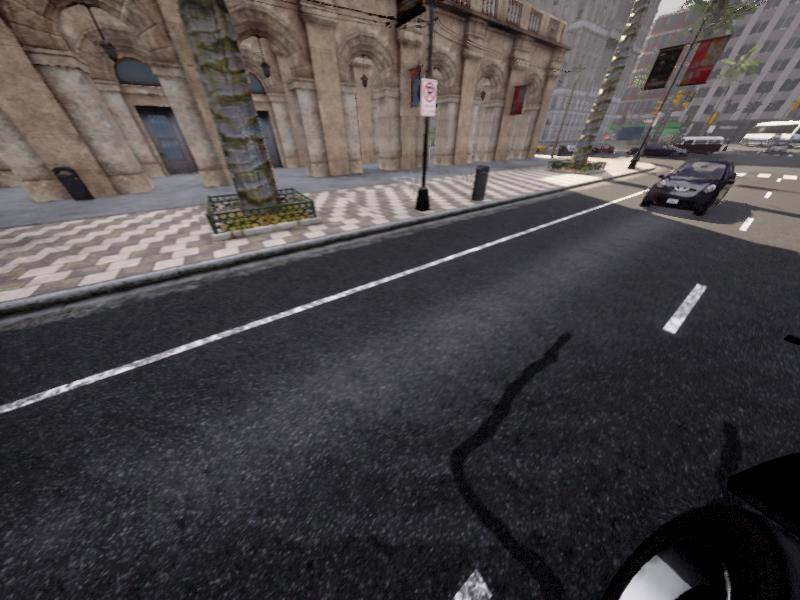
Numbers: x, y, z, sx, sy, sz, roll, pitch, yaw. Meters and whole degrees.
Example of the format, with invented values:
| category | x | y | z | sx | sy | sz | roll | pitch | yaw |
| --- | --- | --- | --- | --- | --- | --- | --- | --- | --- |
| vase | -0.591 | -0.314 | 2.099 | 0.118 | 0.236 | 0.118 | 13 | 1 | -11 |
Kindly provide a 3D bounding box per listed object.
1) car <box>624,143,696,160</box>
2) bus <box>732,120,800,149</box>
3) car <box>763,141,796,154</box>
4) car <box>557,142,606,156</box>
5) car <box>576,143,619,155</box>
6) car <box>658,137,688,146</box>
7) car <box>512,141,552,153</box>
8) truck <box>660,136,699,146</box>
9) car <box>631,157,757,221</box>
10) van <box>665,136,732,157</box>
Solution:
| category | x | y | z | sx | sy | sz | roll | pitch | yaw |
| --- | --- | --- | --- | --- | --- | --- | --- | --- | --- |
| car | 30.693 | -17.717 | 27.474 | 2.033 | 1.411 | 5.357 | -26 | 43 | -32 |
| bus | 74.356 | -32.605 | 45.641 | 3.944 | 4.253 | 10.273 | 10 | 36 | 13 |
| car | 53.028 | -21.363 | 32.298 | 3.633 | 1.501 | 1.845 | -24 | 41 | -29 |
| car | 25.702 | -21.617 | 32.926 | 2.038 | 1.542 | 4.974 | -22 | 41 | -28 |
| car | 28.899 | -22.310 | 34.016 | 1.994 | 1.385 | 4.181 | -21 | 40 | -26 |
| car | 71.400 | -41.626 | 60.503 | 1.932 | 1.855 | 4.605 | -6 | 35 | -9 |
| car | 21.512 | -25.101 | 37.857 | 1.801 | 1.575 | 5.366 | -22 | 41 | -28 |
| truck | 74.599 | -42.773 | 61.902 | 2.390 | 2.098 | 6.274 | -6 | 36 | -8 |
| car | 10.623 | -4.180 | 8.388 | 3.633 | 1.501 | 1.845 | -22 | 41 | -28 |
| van | 38.281 | -19.865 | 29.878 | 4.480 | 2.038 | 2.069 | 15 | 40 | 20 |
